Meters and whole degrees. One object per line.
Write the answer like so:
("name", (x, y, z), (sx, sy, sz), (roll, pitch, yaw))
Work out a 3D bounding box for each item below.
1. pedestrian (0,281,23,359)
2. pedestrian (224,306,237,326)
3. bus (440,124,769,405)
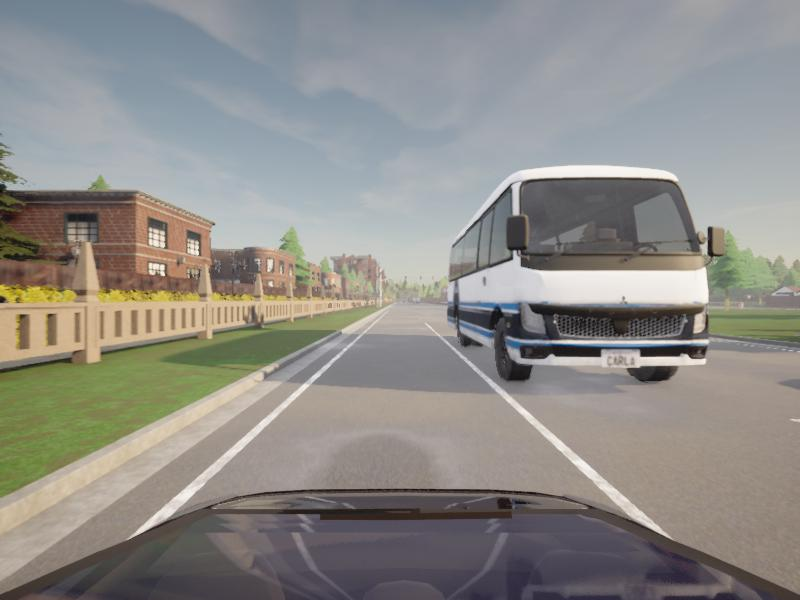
("pedestrian", (-9.919, 0.486, 9.751), (0.751, 1.860, 0.751), (0, 0, 0))
("pedestrian", (-9.233, 0.867, 21.846), (0.500, 1.100, 0.500), (0, 0, 0))
("bus", (3.621, -0.532, 11.208), (3.944, 4.253, 10.273), (0, 0, 0))
